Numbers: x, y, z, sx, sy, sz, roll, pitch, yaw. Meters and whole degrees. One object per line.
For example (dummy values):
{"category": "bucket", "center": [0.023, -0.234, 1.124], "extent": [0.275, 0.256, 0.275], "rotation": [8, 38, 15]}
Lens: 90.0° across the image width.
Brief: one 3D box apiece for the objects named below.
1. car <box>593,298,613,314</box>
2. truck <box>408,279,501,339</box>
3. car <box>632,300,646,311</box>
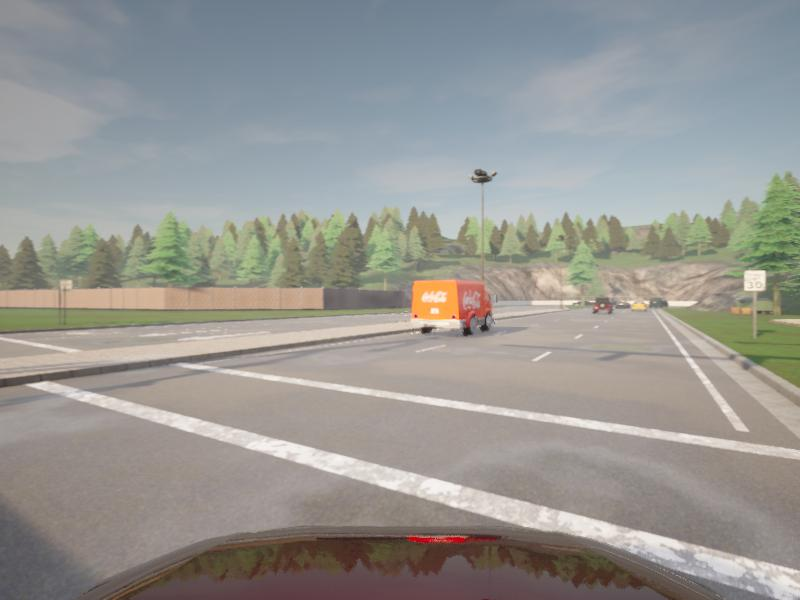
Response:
{"category": "car", "center": [24.136, 0.663, 47.492], "extent": [1.905, 1.878, 3.866], "rotation": [0, 0, 31]}
{"category": "truck", "center": [2.822, 0.363, 19.419], "extent": [2.627, 2.467, 5.204], "rotation": [0, 0, 32]}
{"category": "car", "center": [35.574, 0.824, 59.466], "extent": [1.801, 1.575, 5.366], "rotation": [0, 0, 32]}
